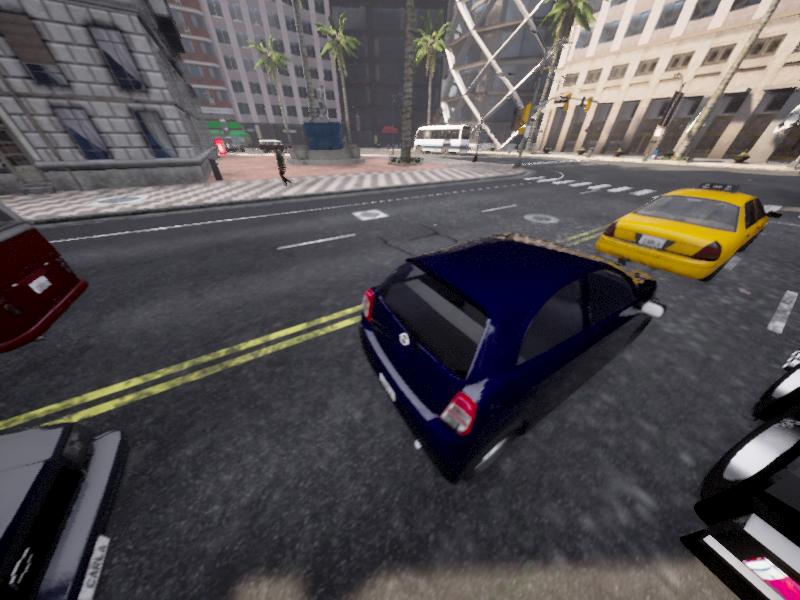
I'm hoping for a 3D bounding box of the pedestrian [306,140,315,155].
[{"bbox_3d":[-13.718,-23.295,35.368,0.751,1.860,0.751,1,35,1],"label":"pedestrian"}]

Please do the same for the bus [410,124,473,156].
[{"bbox_3d":[7.228,-28.978,41.921,10.273,4.253,3.944,26,42,32],"label":"bus"}]

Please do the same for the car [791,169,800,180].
[{"bbox_3d":[30.846,-8.435,14.985,1.801,1.575,5.366,-19,39,-25],"label":"car"}]

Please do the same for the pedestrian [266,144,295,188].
[{"bbox_3d":[-6.104,-6.884,11.884,0.751,1.860,0.751,-21,40,-27],"label":"pedestrian"}]

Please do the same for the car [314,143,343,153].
[{"bbox_3d":[-14.179,-30.292,46.046,4.792,1.488,2.163,1,35,1],"label":"car"}]

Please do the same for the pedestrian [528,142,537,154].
[{"bbox_3d":[24.386,-28.089,42.579,0.751,1.860,0.751,-23,41,-30],"label":"pedestrian"}]

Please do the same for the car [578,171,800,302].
[{"bbox_3d":[6.807,-1.832,5.301,5.366,1.575,1.801,-19,39,-25],"label":"car"}]

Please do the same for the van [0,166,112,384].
[{"bbox_3d":[-6.475,0.213,1.896,4.442,1.987,1.775,-19,39,-25],"label":"van"}]

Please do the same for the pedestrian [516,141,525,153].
[{"bbox_3d":[22.992,-29.144,44.081,0.751,1.860,0.751,-20,40,-26],"label":"pedestrian"}]

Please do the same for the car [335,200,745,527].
[{"bbox_3d":[1.442,0.023,2.637,3.633,1.501,1.845,-19,39,-25],"label":"car"}]

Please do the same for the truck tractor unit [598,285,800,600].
[{"bbox_3d":[5.145,-0.266,0.723,6.516,4.208,3.053,-17,39,-22],"label":"truck tractor unit"}]
